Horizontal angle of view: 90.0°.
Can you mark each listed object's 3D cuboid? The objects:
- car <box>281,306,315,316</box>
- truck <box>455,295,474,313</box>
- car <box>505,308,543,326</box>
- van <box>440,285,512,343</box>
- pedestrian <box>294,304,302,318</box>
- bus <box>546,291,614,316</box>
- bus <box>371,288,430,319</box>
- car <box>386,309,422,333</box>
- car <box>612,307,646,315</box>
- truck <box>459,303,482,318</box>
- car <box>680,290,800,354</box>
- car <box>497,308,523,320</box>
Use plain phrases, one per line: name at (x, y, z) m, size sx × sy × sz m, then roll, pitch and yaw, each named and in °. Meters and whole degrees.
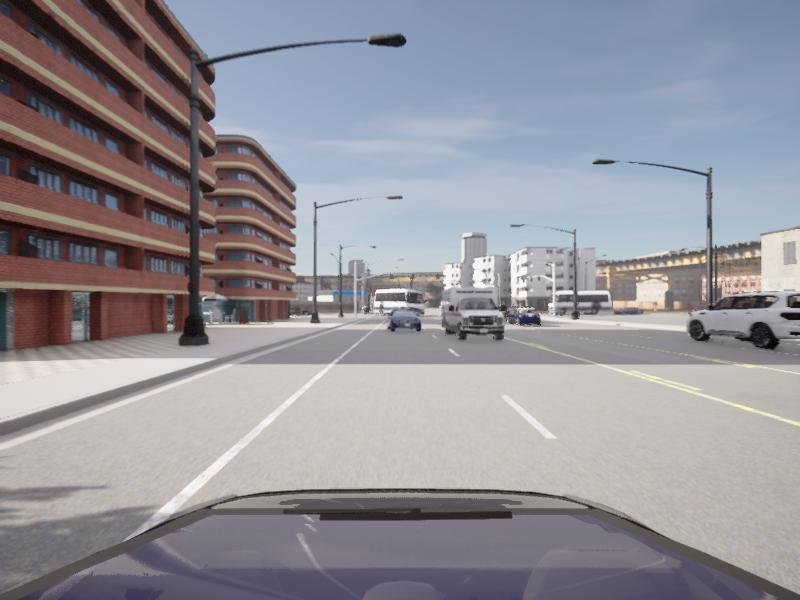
car at (-16.987, 1.874, 66.670) m, size 5.238 × 1.638 × 1.930 m, roll 0°, pitch 0°, yaw -2°
truck at (14.648, 0.882, 91.415) m, size 2.891 × 3.827 × 8.468 m, roll 0°, pitch 0°, yaw 0°
car at (10.560, 1.448, 34.367) m, size 1.970 × 1.475 × 3.806 m, roll 0°, pitch -1°, yaw -1°
van at (3.495, 0.657, 19.915) m, size 2.351 × 2.431 × 6.366 m, roll 0°, pitch -1°, yaw 0°
pedestrian at (-13.539, 1.446, 53.007) m, size 0.751 × 1.860 × 0.751 m, roll 0°, pitch 0°, yaw 37°
bus at (31.720, 0.587, 70.992) m, size 10.273 × 4.253 × 3.944 m, roll 0°, pitch 0°, yaw 0°
bus at (-0.082, 0.514, 61.726) m, size 3.944 × 4.253 × 10.273 m, roll 4°, pitch -2°, yaw -33°
car at (0.161, 1.287, 26.239) m, size 1.812 × 1.442 × 4.674 m, roll 0°, pitch -1°, yaw -7°
car at (40.701, 1.973, 71.240) m, size 4.792 × 1.488 × 2.163 m, roll 0°, pitch 0°, yaw 0°
truck at (10.526, 1.569, 59.972) m, size 2.390 × 2.098 × 6.274 m, roll 0°, pitch 0°, yaw 0°
car at (13.747, 0.751, 15.466) m, size 2.150 × 2.045 × 5.566 m, roll 0°, pitch -1°, yaw 3°
car at (13.990, 1.747, 51.214) m, size 1.882 × 1.535 × 5.008 m, roll 0°, pitch -1°, yaw 0°
